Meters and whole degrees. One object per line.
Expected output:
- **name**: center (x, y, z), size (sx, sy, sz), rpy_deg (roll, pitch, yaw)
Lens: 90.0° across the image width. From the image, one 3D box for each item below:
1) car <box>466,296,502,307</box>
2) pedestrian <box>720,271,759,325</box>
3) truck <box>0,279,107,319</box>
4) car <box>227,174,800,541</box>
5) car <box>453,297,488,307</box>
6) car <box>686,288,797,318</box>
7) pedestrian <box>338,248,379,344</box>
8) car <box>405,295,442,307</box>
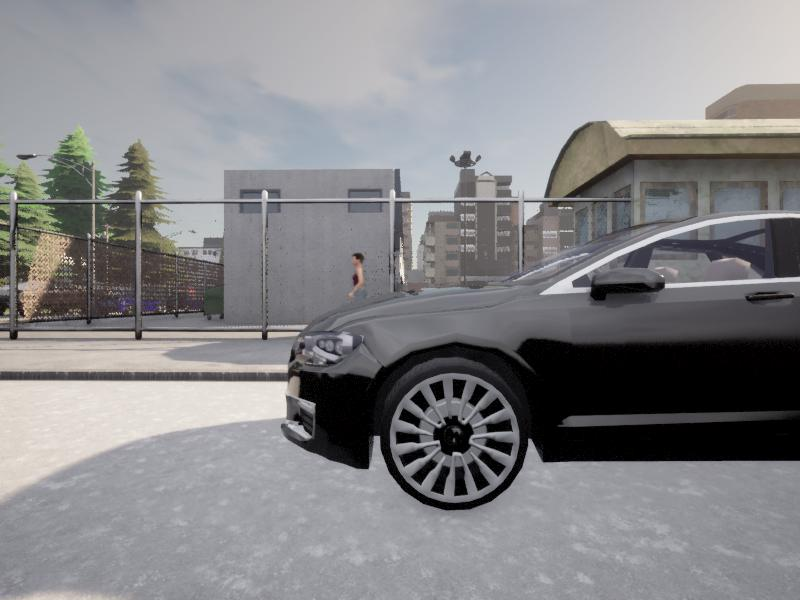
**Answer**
- **car**: center (12.569, 0.181, 60.036), size (5.027, 1.651, 2.152), rpy_deg (0, 0, 1)
- **pedestrian**: center (12.162, -0.064, 14.339), size (0.751, 1.860, 0.751), rpy_deg (0, 0, -12)
- **truck**: center (-21.160, -0.058, 24.045), size (2.390, 2.098, 6.274), rpy_deg (0, 0, 1)
- **car**: center (1.742, 0.236, 2.706), size (4.902, 1.511, 2.128), rpy_deg (0, 0, 1)
- **car**: center (9.808, 0.270, 56.091), size (4.674, 1.442, 1.812), rpy_deg (0, 0, 1)
- **car**: center (17.629, 0.159, 20.794), size (4.193, 1.474, 1.816), rpy_deg (0, 0, 1)
- **pedestrian**: center (-0.811, -0.075, 8.074), size (0.751, 1.860, 0.751), rpy_deg (0, 0, 0)
- **car**: center (3.273, 0.171, 56.275), size (5.238, 1.638, 1.930), rpy_deg (0, 0, 2)
